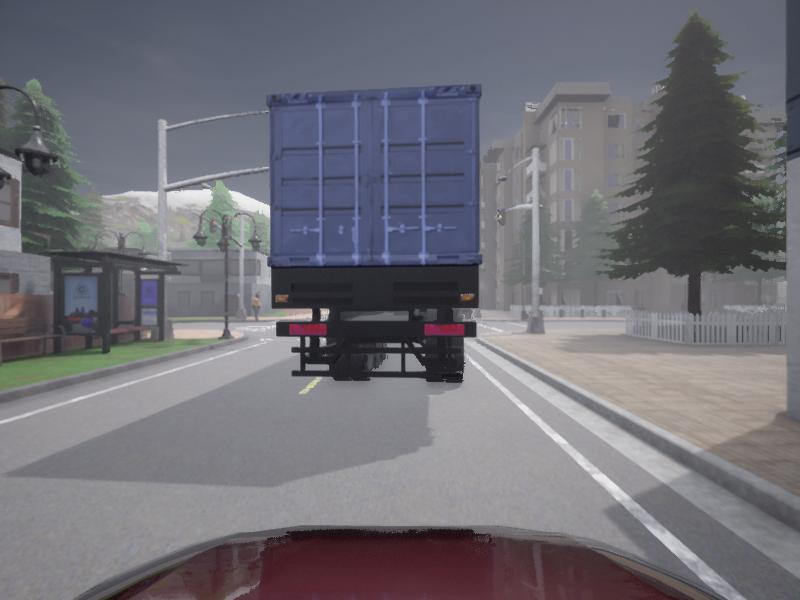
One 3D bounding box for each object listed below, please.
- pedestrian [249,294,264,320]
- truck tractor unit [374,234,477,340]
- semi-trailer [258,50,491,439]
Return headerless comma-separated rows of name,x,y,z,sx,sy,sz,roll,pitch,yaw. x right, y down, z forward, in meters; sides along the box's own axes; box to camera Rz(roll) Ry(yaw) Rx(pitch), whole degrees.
pedestrian,-10.431,0.479,29.090,0.751,1.860,0.751,0,0,8
truck tractor unit,1.564,-0.511,19.494,3.053,4.208,6.516,0,0,23
semi-trailer,0.292,-0.615,11.748,2.717,4.402,14.254,0,0,5
